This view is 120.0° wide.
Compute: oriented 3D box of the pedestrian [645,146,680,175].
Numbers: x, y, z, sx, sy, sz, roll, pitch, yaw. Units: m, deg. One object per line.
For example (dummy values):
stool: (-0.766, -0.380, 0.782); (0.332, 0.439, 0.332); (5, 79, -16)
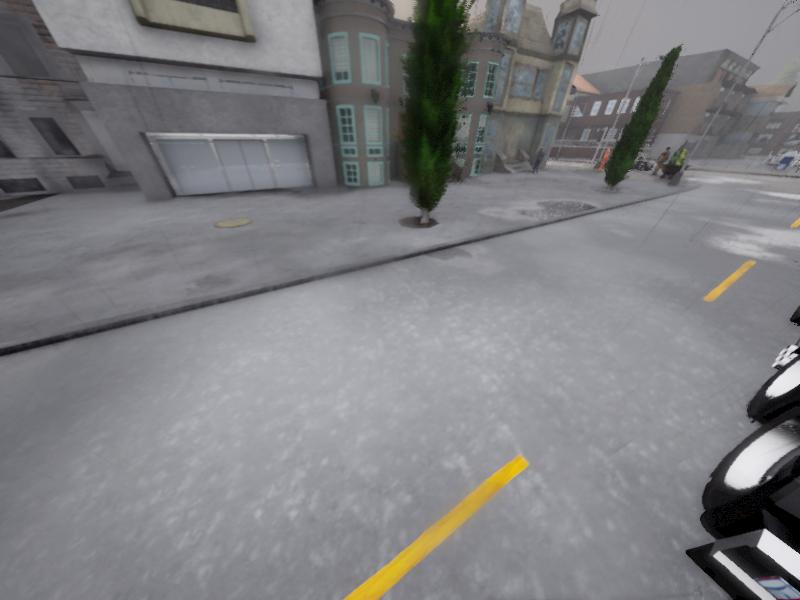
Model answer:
pedestrian: (19.845, -10.552, 17.506); (0.751, 1.860, 0.751); (-7, 35, -10)

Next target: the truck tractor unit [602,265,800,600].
truck tractor unit: (5.113, -0.298, 0.781); (6.516, 4.208, 3.053); (-18, 39, -24)

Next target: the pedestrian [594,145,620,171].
pedestrian: (17.886, -12.312, 20.019); (0.751, 1.860, 0.751); (7, 35, 9)

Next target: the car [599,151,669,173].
car: (21.216, -12.676, 21.131); (1.970, 1.475, 3.806); (-17, 38, -23)
